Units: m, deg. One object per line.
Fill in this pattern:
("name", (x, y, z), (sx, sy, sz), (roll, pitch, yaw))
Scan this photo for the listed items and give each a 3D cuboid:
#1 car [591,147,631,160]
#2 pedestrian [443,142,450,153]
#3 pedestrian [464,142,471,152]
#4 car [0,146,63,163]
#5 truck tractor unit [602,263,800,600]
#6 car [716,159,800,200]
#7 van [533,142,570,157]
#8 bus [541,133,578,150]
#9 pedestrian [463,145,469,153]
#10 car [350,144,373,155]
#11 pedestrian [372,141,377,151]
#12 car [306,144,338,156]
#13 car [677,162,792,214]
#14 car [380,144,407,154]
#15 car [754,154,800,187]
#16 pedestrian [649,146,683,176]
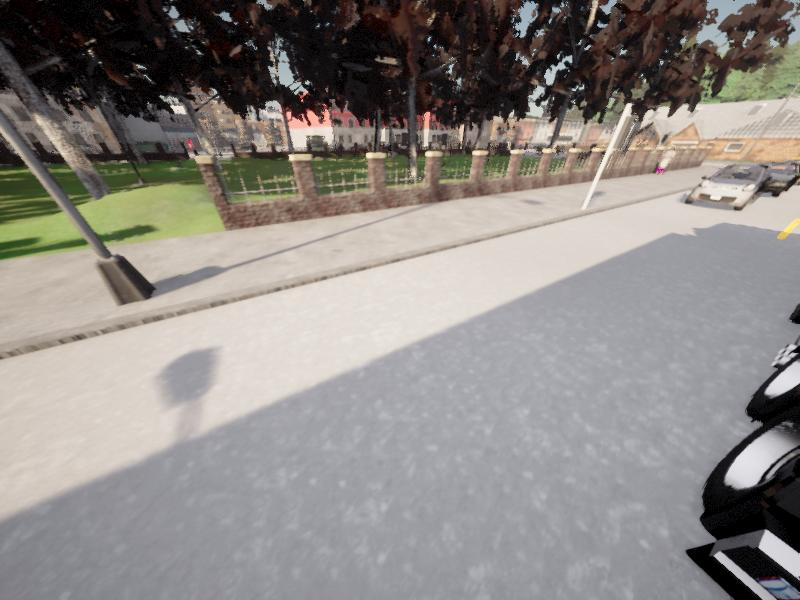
("car", (30.578, -21.355, 33.643), (1.845, 1.501, 3.633), (-18, 39, -24))
("pedestrian", (9.146, -30.062, 45.455), (0.751, 1.860, 0.751), (-17, 38, -23))
("pedestrian", (13.954, -31.667, 47.805), (0.751, 1.860, 0.751), (-6, 35, -9))
("car", (-41.776, -16.411, 25.931), (3.806, 1.475, 1.970), (-18, 39, -24))
("truck tractor unit", (5.112, -0.300, 0.782), (6.516, 4.208, 3.053), (-18, 39, -24))
("car", (19.981, -6.652, 12.529), (5.357, 1.411, 2.033), (-18, 39, -25))
("van", (26.083, -26.051, 39.894), (2.069, 2.038, 4.480), (-18, 40, -24))
("bus", (50.096, -49.820, 72.735), (10.273, 4.253, 3.944), (-18, 39, -24))
("pedestrian", (13.573, -31.126, 47.515), (0.751, 1.300, 0.751), (-16, 38, -22))
("car", (-7.059, -27.750, 42.476), (3.705, 1.549, 1.789), (-18, 39, -24))
("pedestrian", (-5.742, -34.309, 51.425), (0.751, 1.860, 0.751), (-25, 42, -32))
("car", (-13.287, -25.712, 39.515), (4.514, 1.525, 2.007), (-18, 39, -24))
("car", (14.113, -4.873, 9.799), (3.633, 1.501, 1.845), (-19, 39, -26))
("car", (-1.228, -29.621, 45.272), (4.892, 1.490, 1.837), (-19, 39, -25))
("car", (26.417, -8.738, 15.422), (5.366, 1.575, 1.801), (-18, 39, -24))
("pedestrian", (19.905, -10.420, 17.312), (0.751, 1.860, 0.751), (-18, 39, -24))
